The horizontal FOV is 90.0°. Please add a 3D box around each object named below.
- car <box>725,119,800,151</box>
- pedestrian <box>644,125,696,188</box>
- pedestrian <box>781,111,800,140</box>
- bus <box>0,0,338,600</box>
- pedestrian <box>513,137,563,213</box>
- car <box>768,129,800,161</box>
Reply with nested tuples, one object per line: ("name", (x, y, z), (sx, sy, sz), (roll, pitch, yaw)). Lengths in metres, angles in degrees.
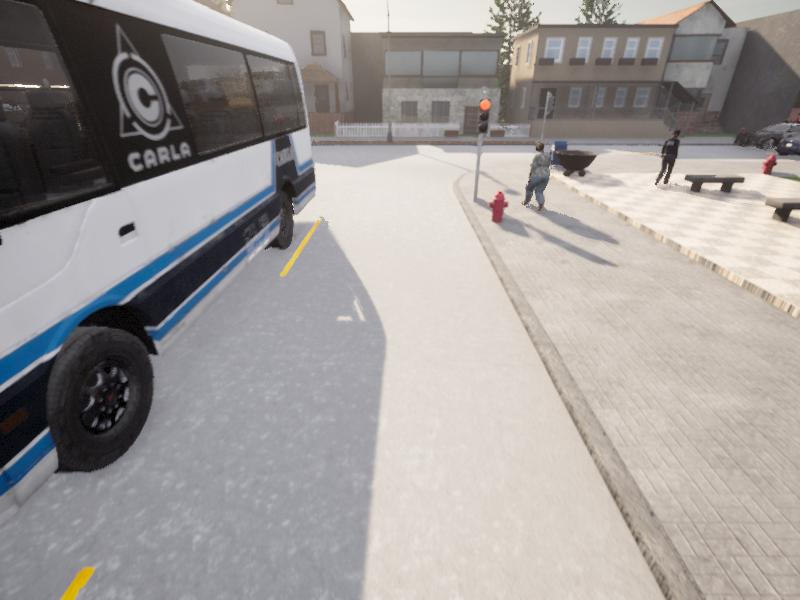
("car", (23.743, -10.230, 24.784), (5.238, 1.638, 1.930), (0, 27, -1))
("pedestrian", (8.987, -4.775, 13.343), (0.751, 1.860, 0.751), (-18, 32, -30))
("pedestrian", (28.529, -12.564, 28.817), (0.751, 1.860, 0.751), (1, 27, 3))
("bus", (-3.876, -2.068, 5.993), (3.944, 4.253, 10.273), (1, 27, 1))
("pedestrian", (3.742, -3.425, 10.964), (0.751, 1.860, 0.751), (-6, 28, -12))
("car", (22.721, -8.240, 21.205), (4.181, 1.385, 1.994), (1, 27, 2))
